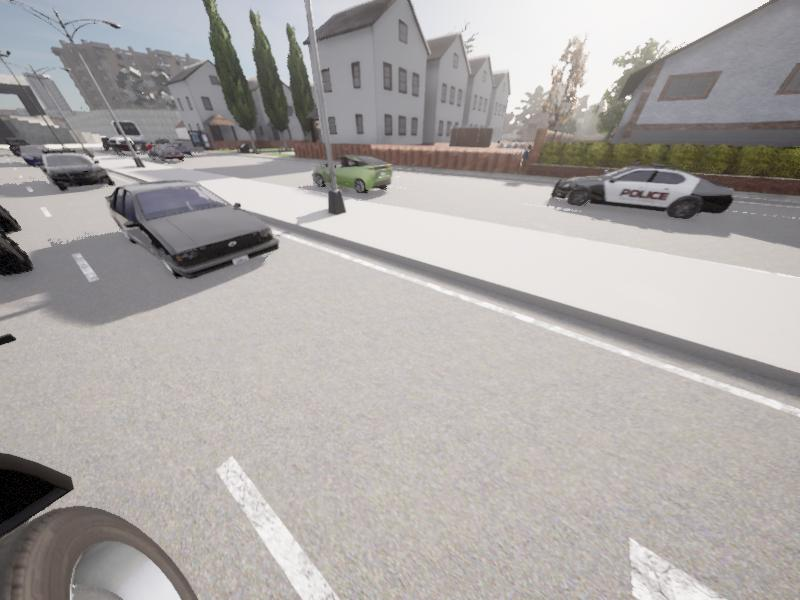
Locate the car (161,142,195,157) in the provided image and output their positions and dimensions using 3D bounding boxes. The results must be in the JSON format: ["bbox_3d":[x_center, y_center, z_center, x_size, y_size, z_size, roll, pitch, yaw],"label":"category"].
[{"bbox_3d":[-29.025,-19.662,30.177,3.633,1.501,1.845,22,41,28],"label":"car"}]

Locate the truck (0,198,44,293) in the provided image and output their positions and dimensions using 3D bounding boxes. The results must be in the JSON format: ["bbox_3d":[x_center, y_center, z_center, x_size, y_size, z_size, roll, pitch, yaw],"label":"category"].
[{"bbox_3d":[-9.941,-1.688,4.376,6.274,2.098,2.390,22,41,27],"label":"truck"}]

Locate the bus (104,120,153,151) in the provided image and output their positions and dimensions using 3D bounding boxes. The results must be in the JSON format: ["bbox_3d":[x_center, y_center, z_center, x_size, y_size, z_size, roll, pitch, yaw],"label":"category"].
[{"bbox_3d":[-49.784,-30.377,42.806,3.944,4.253,10.273,-27,44,-32],"label":"bus"}]

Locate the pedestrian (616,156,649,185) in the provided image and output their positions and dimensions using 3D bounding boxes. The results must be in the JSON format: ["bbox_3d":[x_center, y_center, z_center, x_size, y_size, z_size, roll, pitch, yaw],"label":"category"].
[{"bbox_3d":[12.772,-7.140,12.747,0.751,1.300,0.751,21,40,26],"label":"pedestrian"}]

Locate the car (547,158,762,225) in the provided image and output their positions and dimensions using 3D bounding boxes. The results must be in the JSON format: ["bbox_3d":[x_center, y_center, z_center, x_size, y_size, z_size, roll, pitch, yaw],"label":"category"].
[{"bbox_3d":[8.852,-4.362,8.865,4.974,1.542,2.038,22,41,28],"label":"car"}]

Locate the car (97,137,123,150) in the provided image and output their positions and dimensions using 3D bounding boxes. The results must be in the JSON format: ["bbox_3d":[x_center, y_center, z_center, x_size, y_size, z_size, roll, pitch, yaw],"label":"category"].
[{"bbox_3d":[-52.023,-28.080,41.557,1.905,1.878,3.866,-25,41,-31],"label":"car"}]

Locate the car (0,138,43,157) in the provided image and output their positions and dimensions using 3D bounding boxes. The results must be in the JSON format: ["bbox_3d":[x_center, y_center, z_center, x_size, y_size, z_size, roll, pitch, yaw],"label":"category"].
[{"bbox_3d":[-47.266,-19.095,28.865,3.866,1.878,1.905,21,40,27],"label":"car"}]

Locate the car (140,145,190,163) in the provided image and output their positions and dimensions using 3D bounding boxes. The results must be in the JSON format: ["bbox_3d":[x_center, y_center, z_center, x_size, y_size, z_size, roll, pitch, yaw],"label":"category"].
[{"bbox_3d":[-24.934,-15.539,24.489,5.357,1.411,2.033,22,41,28],"label":"car"}]

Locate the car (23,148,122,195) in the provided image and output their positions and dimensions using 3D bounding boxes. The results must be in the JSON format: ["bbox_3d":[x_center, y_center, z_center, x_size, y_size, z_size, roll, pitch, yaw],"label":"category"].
[{"bbox_3d":[-17.029,-6.825,11.990,5.238,1.638,1.930,22,41,28],"label":"car"}]

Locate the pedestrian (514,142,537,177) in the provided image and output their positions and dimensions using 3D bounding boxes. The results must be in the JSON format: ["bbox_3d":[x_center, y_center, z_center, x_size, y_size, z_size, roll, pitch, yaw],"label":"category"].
[{"bbox_3d":[8.080,-9.063,14.940,0.751,1.860,0.751,18,39,23],"label":"pedestrian"}]

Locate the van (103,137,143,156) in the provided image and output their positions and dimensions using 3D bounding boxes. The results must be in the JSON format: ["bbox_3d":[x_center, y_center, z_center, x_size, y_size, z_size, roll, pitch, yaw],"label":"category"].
[{"bbox_3d":[-37.724,-20.974,31.512,4.480,2.038,2.069,23,41,27],"label":"van"}]

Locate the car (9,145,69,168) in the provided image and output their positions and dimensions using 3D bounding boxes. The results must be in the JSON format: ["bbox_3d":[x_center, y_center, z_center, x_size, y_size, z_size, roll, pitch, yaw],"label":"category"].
[{"bbox_3d":[-32.135,-12.879,20.561,4.792,1.488,2.163,22,41,28],"label":"car"}]

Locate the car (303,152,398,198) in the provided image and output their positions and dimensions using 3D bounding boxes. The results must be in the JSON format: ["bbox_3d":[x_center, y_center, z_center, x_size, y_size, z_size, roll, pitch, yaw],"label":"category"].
[{"bbox_3d":[-2.506,-6.509,11.797,4.514,1.525,2.007,22,41,28],"label":"car"}]

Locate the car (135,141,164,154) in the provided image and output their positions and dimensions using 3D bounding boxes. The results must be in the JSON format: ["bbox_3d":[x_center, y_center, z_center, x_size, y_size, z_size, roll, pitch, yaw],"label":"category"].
[{"bbox_3d":[-38.765,-23.681,35.781,3.633,1.501,1.845,23,41,28],"label":"car"}]

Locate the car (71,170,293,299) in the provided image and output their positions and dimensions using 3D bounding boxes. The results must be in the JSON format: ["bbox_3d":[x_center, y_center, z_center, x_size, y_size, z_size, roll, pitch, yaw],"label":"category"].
[{"bbox_3d":[-5.223,-1.975,5.448,5.357,1.411,2.033,22,41,28],"label":"car"}]
